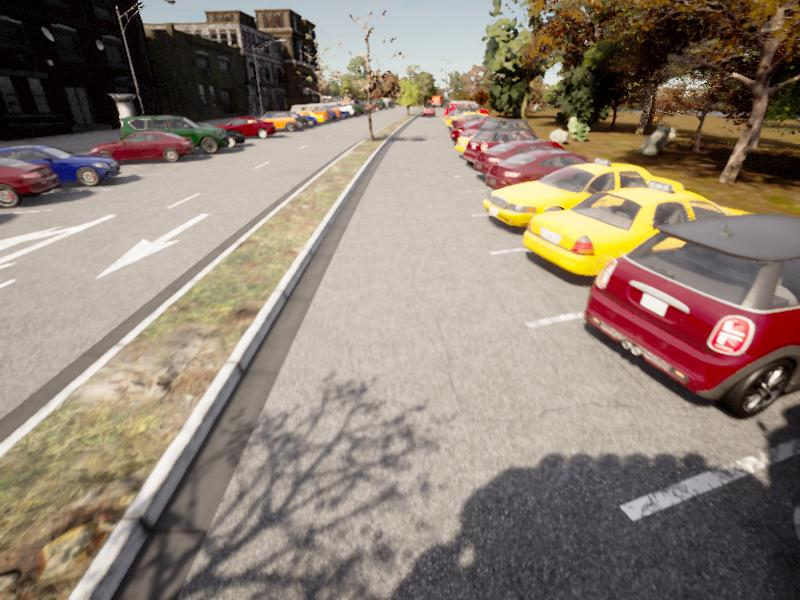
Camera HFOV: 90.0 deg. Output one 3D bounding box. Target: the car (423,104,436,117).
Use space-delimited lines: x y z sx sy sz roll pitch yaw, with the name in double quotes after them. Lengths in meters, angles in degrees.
4.446 -28.420 60.001 1.851 1.617 3.988 2 27 5 "car"

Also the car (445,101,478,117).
9.227 -28.780 60.220 4.442 1.987 1.878 -6 28 -13 "car"

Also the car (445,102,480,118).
8.921 -27.422 57.586 4.442 1.987 1.878 -6 28 -13 "car"

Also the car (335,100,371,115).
-8.015 -32.737 68.071 5.566 2.045 2.435 -8 27 -12 "car"

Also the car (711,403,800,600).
4.723 1.047 2.375 4.442 1.987 1.878 -9 29 -17 "car"

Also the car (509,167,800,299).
5.100 -1.511 7.831 5.366 1.575 1.946 -8 28 -17 "car"

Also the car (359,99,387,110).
-5.821 -42.342 86.678 5.566 2.045 2.435 -7 28 -12 "car"

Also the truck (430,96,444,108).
9.223 -48.756 98.460 2.627 2.467 5.204 6 26 13 "truck"

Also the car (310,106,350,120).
-9.600 -25.659 54.892 5.008 1.535 2.097 -8 28 -12 "car"

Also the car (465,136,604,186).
5.190 -5.515 15.691 4.674 1.452 2.002 -8 28 -16 "car"

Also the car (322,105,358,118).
-8.976 -28.399 60.205 5.008 1.535 2.097 -8 28 -12 "car"

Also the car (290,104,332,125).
-10.416 -21.760 46.830 4.442 1.987 1.878 -8 28 -12 "car"

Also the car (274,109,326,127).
-11.001 -20.144 44.194 5.366 1.575 1.946 -8 28 -12 "car"

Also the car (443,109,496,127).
7.220 -19.097 41.942 4.892 1.521 2.231 -6 28 -13 "car"

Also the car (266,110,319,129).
-11.123 -18.795 41.574 5.008 1.535 2.097 -8 28 -13 "car"

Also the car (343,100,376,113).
-7.387 -35.478 73.387 5.566 2.045 2.435 -8 28 -12 "car"

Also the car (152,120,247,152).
-12.553 -10.524 25.512 5.008 1.535 2.097 -9 28 -14 "car"

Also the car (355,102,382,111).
-6.447 -39.362 81.472 5.008 1.535 2.097 -7 27 -12 "car"

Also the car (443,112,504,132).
6.680 -16.389 36.690 5.008 1.535 2.097 -7 28 -13 "car"

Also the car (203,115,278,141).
-12.132 -13.281 30.867 5.008 1.535 2.097 -8 28 -14 "car"

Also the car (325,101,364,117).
-8.691 -29.985 62.735 5.566 2.045 2.435 -8 28 -12 "car"

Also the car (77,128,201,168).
-12.879 -7.725 20.160 4.674 1.452 2.002 -9 28 -15 "car"

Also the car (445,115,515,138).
6.241 -13.660 31.465 4.792 1.488 2.163 -7 28 -14 "car"

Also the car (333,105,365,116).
-8.320 -31.116 65.540 4.792 1.488 2.163 -8 28 -12 "car"

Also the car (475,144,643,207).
5.084 -4.159 13.061 4.674 1.452 2.002 -8 28 -16 "car"

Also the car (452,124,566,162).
5.639 -8.289 20.981 5.366 1.575 1.946 -7 28 -15 "car"

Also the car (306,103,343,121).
-9.801 -24.506 52.157 4.442 1.987 1.878 -8 28 -12 "car"

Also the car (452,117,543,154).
5.655 -9.730 23.506 4.553 1.767 2.185 -7 29 -15 "car"

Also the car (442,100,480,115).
9.980 -31.534 65.507 5.566 2.045 2.435 -6 28 -13 "car"

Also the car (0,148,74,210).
-13.248 -3.581 12.110 4.674 1.452 2.002 -10 29 -16 "car"

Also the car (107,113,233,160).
-12.703 -9.373 22.725 5.566 2.045 2.435 -9 28 -15 "car"

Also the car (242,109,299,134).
-11.633 -16.152 36.167 4.553 1.767 2.185 -8 28 -13 "car"

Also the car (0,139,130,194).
-13.150 -4.964 14.798 4.674 1.452 2.002 -9 28 -16 "car"

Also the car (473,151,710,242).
4.824 -2.814 10.353 5.366 1.575 1.946 -8 29 -16 "car"

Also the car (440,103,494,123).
7.837 -22.035 47.090 5.566 2.045 2.435 -6 28 -13 "car"

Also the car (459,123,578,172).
5.290 -7.015 18.238 4.553 1.767 2.185 -8 28 -15 "car"

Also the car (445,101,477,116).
9.532 -30.137 62.852 4.442 1.987 1.878 -6 28 -13 "car"

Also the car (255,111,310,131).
-11.379 -17.417 38.901 4.892 1.521 2.231 -8 28 -13 "car"

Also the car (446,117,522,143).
5.967 -12.294 28.814 4.792 1.488 2.163 -7 29 -14 "car"

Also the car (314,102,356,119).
-9.315 -27.247 57.424 5.566 2.045 2.435 -8 28 -12 "car"

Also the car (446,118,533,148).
5.794 -10.973 26.187 5.008 1.535 2.097 -7 28 -15 "car"

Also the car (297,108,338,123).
-10.246 -22.884 49.574 4.792 1.488 2.163 -8 28 -12 "car"

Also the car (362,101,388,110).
-5.646 -43.494 89.429 5.366 1.575 1.946 -8 28 -12 "car"

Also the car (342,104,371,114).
-7.695 -33.856 70.855 4.792 1.488 2.163 -8 28 -12 "car"

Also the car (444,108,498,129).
6.921 -17.851 39.251 4.553 1.767 2.185 -6 28 -13 "car"

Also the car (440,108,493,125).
7.335 -20.433 44.521 5.366 1.575 1.946 -6 28 -13 "car"

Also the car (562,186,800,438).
4.837 -0.234 5.081 4.553 1.767 2.185 -8 28 -17 "car"
